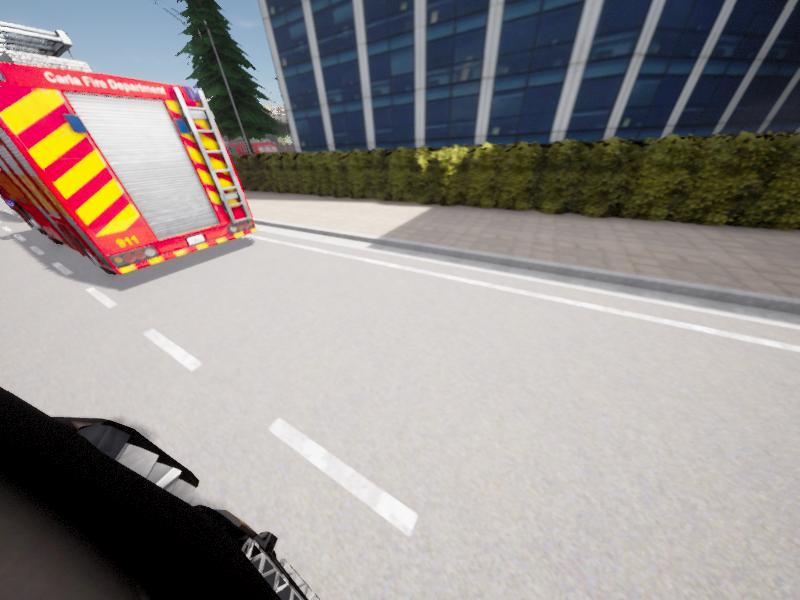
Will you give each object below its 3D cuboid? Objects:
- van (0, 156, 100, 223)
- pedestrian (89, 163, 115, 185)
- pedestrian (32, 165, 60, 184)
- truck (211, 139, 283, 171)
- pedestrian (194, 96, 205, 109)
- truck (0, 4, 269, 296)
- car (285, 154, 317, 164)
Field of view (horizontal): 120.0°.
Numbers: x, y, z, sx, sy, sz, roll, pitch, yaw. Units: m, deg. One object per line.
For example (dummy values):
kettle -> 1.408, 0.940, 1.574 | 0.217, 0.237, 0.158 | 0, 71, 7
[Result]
van -> -18.913, -5.855, 11.911 | 6.366, 2.431, 2.351 | 17, 39, 27
pedestrian -> -30.750, -13.028, 23.872 | 0.751, 1.860, 0.751 | -29, 42, -33
pedestrian -> -39.931, -14.159, 26.094 | 0.751, 1.860, 0.751 | 9, 36, 17
truck -> -23.641, -23.021, 36.467 | 2.891, 3.827, 8.468 | 15, 38, 25
pedestrian -> -40.834, -40.309, 47.125 | 0.751, 1.860, 0.751 | 15, 38, 25
truck -> -8.166, -3.407, 6.185 | 8.468, 3.827, 2.891 | 16, 38, 25
car -> -18.800, -26.987, 44.168 | 2.033, 1.411, 5.357 | 15, 38, 25
